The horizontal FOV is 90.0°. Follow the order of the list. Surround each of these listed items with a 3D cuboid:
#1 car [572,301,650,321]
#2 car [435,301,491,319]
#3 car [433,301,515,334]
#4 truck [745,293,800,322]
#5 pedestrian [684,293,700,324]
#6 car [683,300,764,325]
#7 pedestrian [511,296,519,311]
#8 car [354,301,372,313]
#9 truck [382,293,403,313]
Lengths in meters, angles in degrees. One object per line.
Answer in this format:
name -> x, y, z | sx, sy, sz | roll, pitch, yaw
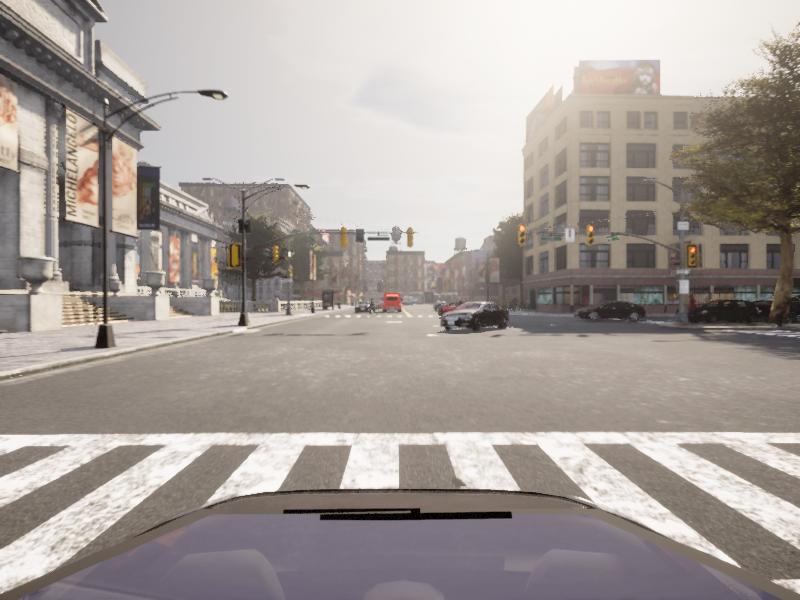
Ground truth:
car -> 16.014, 0.833, 30.577 | 4.892, 1.490, 1.837 | 0, 0, 4
car -> 5.551, 0.817, 35.480 | 4.514, 1.525, 2.007 | 0, 0, 43
car -> 4.006, 0.829, 21.047 | 2.128, 1.511, 4.902 | 0, 0, 40
truck -> 30.406, 0.533, 30.436 | 6.274, 2.098, 2.390 | 0, 0, -1
pedestrian -> 17.895, 0.511, 24.480 | 0.751, 1.860, 0.751 | 0, 0, 39
car -> 21.535, 0.779, 26.747 | 3.988, 1.617, 1.851 | 0, 0, -2
pedestrian -> 15.264, 0.467, 52.989 | 0.751, 1.860, 0.751 | 0, 0, -7
car -> -4.456, 0.836, 48.902 | 1.970, 1.475, 3.806 | 0, 0, -1
truck -> -1.012, 0.339, 51.451 | 2.627, 2.467, 5.204 | 0, 0, -2
